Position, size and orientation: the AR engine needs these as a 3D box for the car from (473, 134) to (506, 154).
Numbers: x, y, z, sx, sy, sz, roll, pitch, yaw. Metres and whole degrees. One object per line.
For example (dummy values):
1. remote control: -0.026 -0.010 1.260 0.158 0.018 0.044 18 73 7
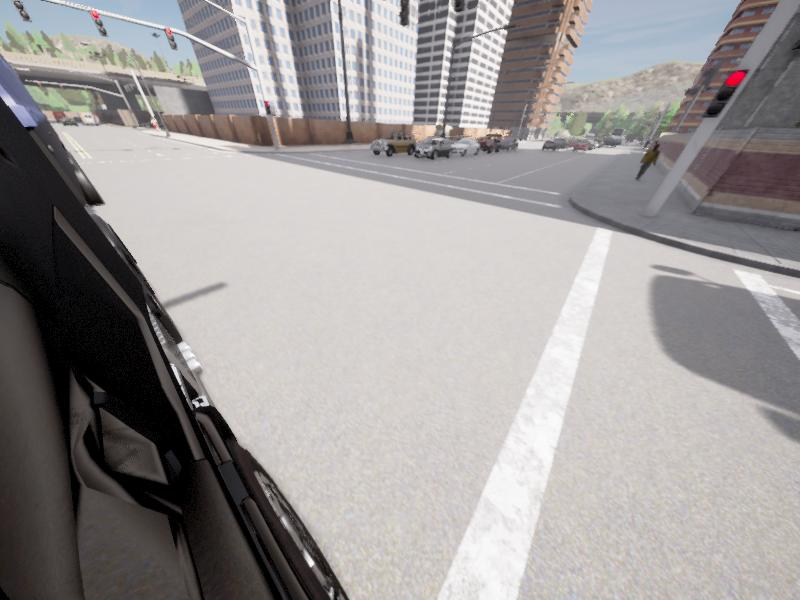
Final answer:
1. car: 10.729 -18.716 27.663 1.905 1.878 3.866 28 44 30

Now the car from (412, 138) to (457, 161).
1. car: 3.071 -13.383 20.454 1.970 1.475 3.806 28 44 30

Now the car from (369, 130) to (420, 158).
1. car: -0.435 -14.378 21.250 1.932 1.855 4.605 30 45 32

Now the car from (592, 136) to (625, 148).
1. car: 51.443 -39.113 57.073 5.566 2.045 2.150 28 44 30

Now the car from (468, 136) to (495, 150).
1. car: 11.732 -22.455 33.059 1.816 1.474 4.193 28 44 30

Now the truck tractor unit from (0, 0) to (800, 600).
1. truck tractor unit: -2.645 -0.295 0.351 6.516 4.208 3.053 28 44 30

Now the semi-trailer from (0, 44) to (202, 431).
1. semi-trailer: -8.699 -3.588 4.251 14.254 4.402 2.717 28 44 30

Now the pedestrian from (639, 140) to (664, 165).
1. pedestrian: 22.757 -13.368 20.930 0.751 1.860 0.751 30 45 32

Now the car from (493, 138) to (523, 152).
1. car: 14.876 -21.355 31.752 1.837 1.490 4.892 28 44 30

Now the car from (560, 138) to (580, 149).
1. car: 32.653 -30.121 44.433 2.007 1.525 4.514 28 44 30

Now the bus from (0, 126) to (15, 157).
1. bus: -28.264 -11.248 13.519 10.273 4.253 3.944 28 44 30

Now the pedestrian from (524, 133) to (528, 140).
1. pedestrian: 43.459 -56.546 79.756 0.751 1.860 0.751 13 38 14

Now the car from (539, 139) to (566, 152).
1. car: 23.796 -24.146 35.969 2.128 1.511 4.902 28 44 30

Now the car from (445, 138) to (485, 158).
1. car: 6.773 -15.876 24.021 1.812 1.442 4.674 28 44 30

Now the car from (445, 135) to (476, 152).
1. car: 7.715 -19.804 29.182 1.851 1.617 3.988 28 44 30

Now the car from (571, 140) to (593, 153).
1. car: 28.742 -24.268 36.374 1.789 1.549 3.705 28 44 30

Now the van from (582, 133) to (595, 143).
1. van: 64.176 -55.004 78.558 1.988 2.561 5.915 28 44 30

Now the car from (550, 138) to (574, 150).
1. car: 28.186 -27.149 40.129 2.033 1.649 4.856 28 44 30

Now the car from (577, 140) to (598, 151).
1. car: 32.494 -26.767 39.987 1.970 1.475 3.806 28 44 30

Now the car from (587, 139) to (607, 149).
1. car: 41.525 -32.876 48.605 2.242 1.667 4.611 28 44 30

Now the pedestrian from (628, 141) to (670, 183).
1. pedestrian: 13.563 -7.546 12.642 0.751 1.860 0.751 31 45 33

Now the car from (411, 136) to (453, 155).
1. car: 3.526 -16.928 25.211 2.163 1.488 4.792 28 44 30
